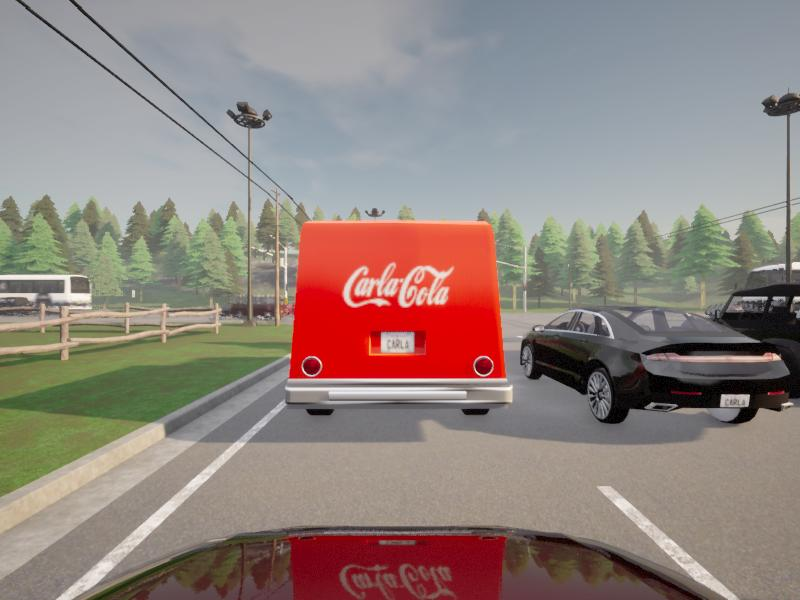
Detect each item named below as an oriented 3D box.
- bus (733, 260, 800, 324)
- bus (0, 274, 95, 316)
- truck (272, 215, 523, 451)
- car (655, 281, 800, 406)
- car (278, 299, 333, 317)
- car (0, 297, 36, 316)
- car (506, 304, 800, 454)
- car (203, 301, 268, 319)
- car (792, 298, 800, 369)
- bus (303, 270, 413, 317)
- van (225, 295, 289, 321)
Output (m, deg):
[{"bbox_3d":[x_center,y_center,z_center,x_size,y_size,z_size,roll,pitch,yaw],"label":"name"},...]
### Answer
[{"bbox_3d":[30.578,-0.533,28.621,10.273,4.253,3.944,0,0,0],"label":"bus"},{"bbox_3d":[-39.150,-0.534,42.707,10.273,4.253,3.944,0,0,0],"label":"bus"},{"bbox_3d":[-0.037,0.354,6.792,2.627,2.467,5.204,0,0,0],"label":"truck"},{"bbox_3d":[6.960,0.646,7.491,1.905,1.878,3.866,0,0,0],"label":"car"},{"bbox_3d":[-8.922,0.756,37.904,4.611,1.667,2.242,0,0,15],"label":"car"},{"bbox_3d":[-38.569,0.644,39.315,3.866,1.878,1.905,0,0,0],"label":"car"},{"bbox_3d":[3.464,0.836,6.582,2.128,1.511,4.902,0,0,0],"label":"car"},{"bbox_3d":[-14.430,0.851,35.244,4.792,1.488,2.163,0,0,5],"label":"car"},{"bbox_3d":[10.472,0.781,7.069,2.152,1.651,5.027,0,0,0],"label":"car"},{"bbox_3d":[-4.218,-0.536,40.157,10.273,4.253,3.944,0,-1,21],"label":"bus"},{"bbox_3d":[-11.112,0.599,31.146,4.442,1.987,1.775,0,0,13],"label":"van"}]
